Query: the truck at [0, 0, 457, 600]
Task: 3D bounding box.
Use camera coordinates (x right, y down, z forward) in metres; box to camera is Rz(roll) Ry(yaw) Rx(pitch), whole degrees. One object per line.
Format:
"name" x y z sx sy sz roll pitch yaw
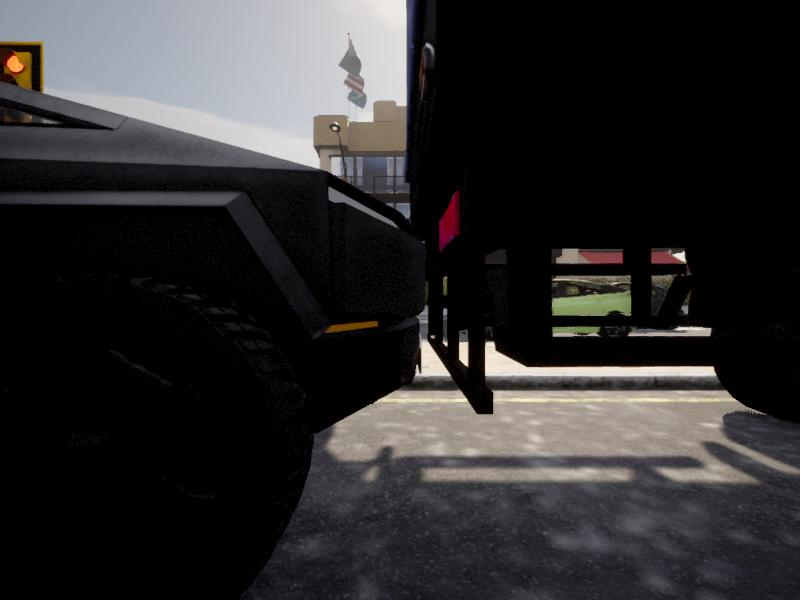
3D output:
"truck" -3.005 -0.035 2.197 6.274 2.098 2.390 -1 0 0

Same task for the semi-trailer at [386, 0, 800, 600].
"semi-trailer" 7.100 -1.220 2.228 14.254 4.402 2.717 0 0 0

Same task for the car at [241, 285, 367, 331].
"car" -3.124 0.254 13.671 3.806 1.475 1.970 0 0 0

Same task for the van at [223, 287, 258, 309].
"van" -19.958 -0.275 50.422 1.988 2.561 5.915 0 0 0

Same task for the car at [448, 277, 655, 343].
"car" 3.612 0.228 10.201 4.514 1.525 2.007 0 0 0
